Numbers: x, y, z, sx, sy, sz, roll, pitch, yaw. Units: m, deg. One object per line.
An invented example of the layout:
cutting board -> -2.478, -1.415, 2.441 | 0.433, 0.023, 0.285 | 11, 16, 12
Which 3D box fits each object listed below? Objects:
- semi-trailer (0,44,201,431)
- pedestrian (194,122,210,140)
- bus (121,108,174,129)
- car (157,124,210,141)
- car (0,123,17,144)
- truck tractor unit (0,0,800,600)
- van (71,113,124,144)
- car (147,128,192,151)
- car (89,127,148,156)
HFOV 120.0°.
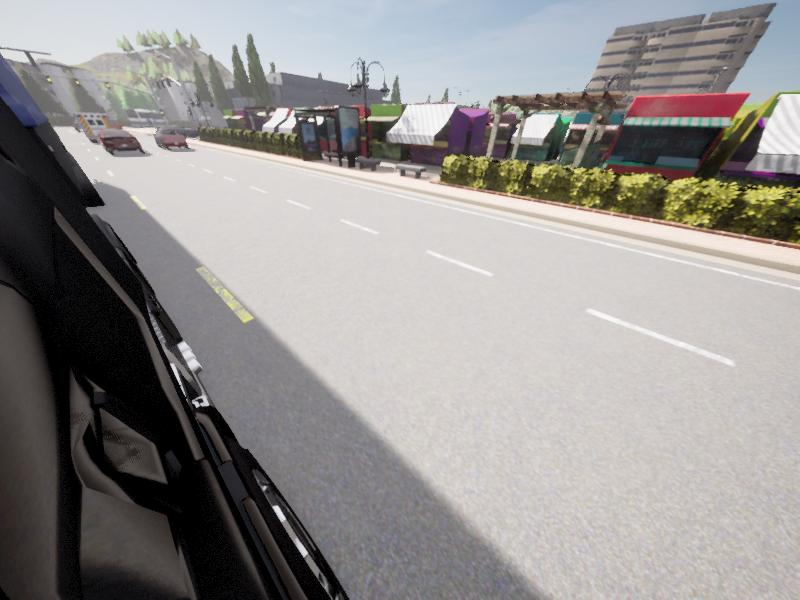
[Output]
semi-trailer -> -8.703, -3.573, 4.264 | 14.254, 4.402, 2.717 | 28, 44, 30
pedestrian -> -26.112, -22.326, 30.499 | 0.751, 1.860, 0.751 | -1, 37, -4
bus -> -73.935, -53.379, 68.215 | 3.944, 4.253, 10.273 | 2, 37, 0
car -> -29.381, -22.918, 31.627 | 2.152, 1.651, 5.027 | 7, 37, 7
car -> -37.621, -15.275, 21.131 | 4.181, 1.385, 1.994 | 29, 44, 31
truck tractor unit -> -2.645, -0.295, 0.351 | 6.516, 4.208, 3.053 | 28, 44, 30
van -> -32.684, -18.561, 24.918 | 6.366, 2.431, 2.351 | 29, 44, 31
car -> -20.823, -14.545, 20.859 | 3.633, 1.501, 1.845 | 28, 44, 31
car -> -21.426, -12.121, 17.555 | 5.008, 1.535, 1.882 | 28, 44, 30
